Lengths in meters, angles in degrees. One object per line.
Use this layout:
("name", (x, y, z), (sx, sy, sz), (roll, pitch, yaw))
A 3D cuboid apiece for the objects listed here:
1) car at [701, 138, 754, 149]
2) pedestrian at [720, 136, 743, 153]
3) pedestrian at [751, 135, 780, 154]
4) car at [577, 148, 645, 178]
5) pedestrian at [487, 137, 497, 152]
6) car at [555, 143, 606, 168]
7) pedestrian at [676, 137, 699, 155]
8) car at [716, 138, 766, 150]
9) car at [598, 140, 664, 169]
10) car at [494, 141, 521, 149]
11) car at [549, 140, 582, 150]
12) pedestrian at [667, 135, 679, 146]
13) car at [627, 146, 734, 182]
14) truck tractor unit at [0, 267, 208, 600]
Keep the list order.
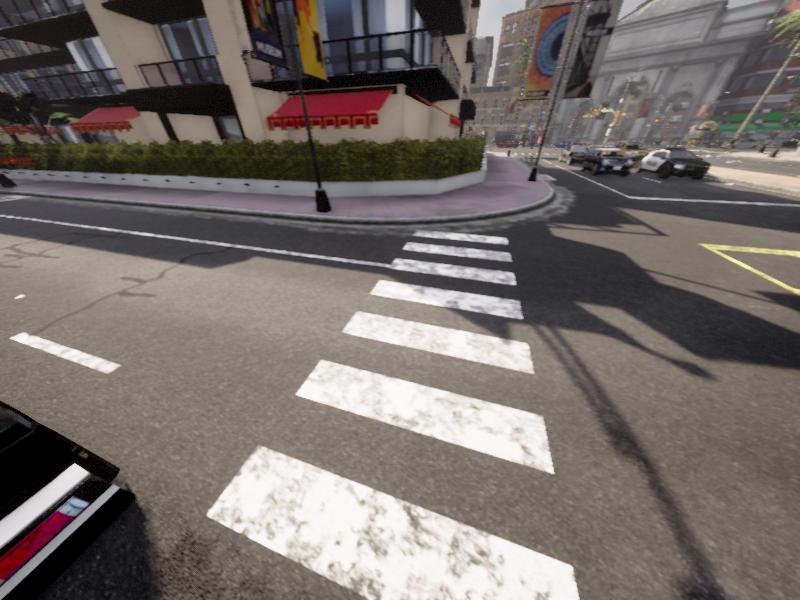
("car", (57.729, -27.743, 40.868), (4.974, 1.542, 2.038), (10, 37, 14))
("pedestrian", (45.632, -21.408, 31.829), (0.751, 1.860, 0.751), (10, 37, 15))
("pedestrian", (43.224, -18.379, 27.323), (0.751, 1.860, 0.751), (2, 35, 3))
("car", (14.217, -9.527, 15.904), (1.970, 1.475, 3.806), (10, 37, 14))
("pedestrian", (14.238, -23.952, 35.650), (0.751, 1.860, 0.751), (-18, 39, -23))
("car", (16.164, -13.305, 21.069), (1.930, 1.638, 5.238), (10, 37, 14))
("pedestrian", (35.657, -19.047, 28.649), (0.751, 1.860, 0.751), (6, 36, 9))
("car", (56.301, -25.848, 38.266), (3.988, 1.617, 1.851), (10, 37, 14))
("car", (19.331, -12.494, 19.669), (1.932, 1.855, 4.605), (10, 37, 14))
("car", (23.026, -33.330, 49.560), (4.718, 1.301, 1.895), (16, 39, 23))
("car", (30.812, -29.003, 43.195), (1.812, 1.442, 4.674), (-15, 38, -19))
("pedestrian", (57.948, -33.928, 49.066), (0.751, 1.860, 0.751), (-21, 40, -26))
("car", (17.507, -8.886, 14.899), (2.038, 1.542, 4.974), (9, 37, 14))
("truck tractor unit", (-5.277, -0.085, 0.482), (6.516, 4.208, 3.053), (10, 36, 15))
